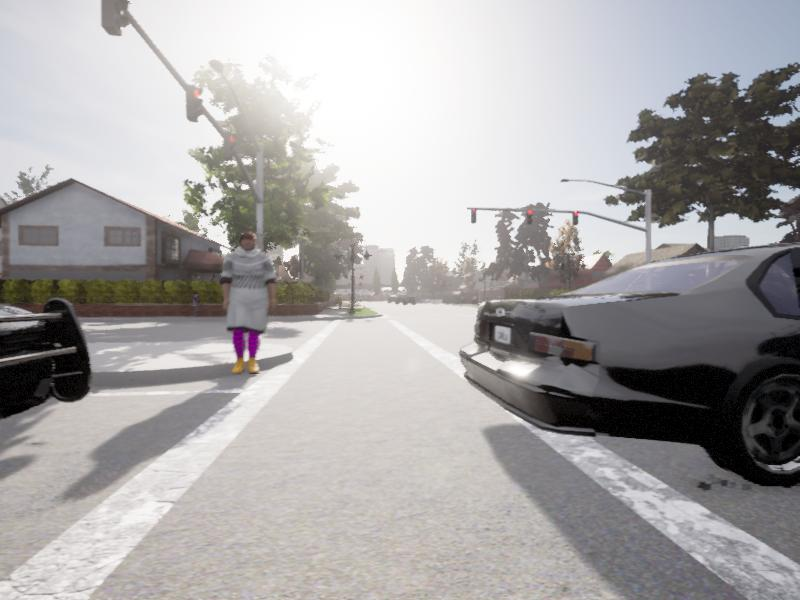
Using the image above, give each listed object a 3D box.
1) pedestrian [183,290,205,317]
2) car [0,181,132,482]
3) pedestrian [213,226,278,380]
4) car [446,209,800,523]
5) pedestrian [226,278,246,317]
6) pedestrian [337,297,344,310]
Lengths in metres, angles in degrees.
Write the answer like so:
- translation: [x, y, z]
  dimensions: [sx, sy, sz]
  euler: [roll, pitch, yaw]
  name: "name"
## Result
- translation: [-9.976, 0.162, 19.373]
  dimensions: [0.751, 1.300, 0.751]
  euler: [0, 0, -8]
  name: "pedestrian"
- translation: [-4.820, 0.172, 2.210]
  dimensions: [5.238, 1.638, 1.930]
  euler: [0, 0, -7]
  name: "car"
- translation: [-2.003, 0.036, 5.278]
  dimensions: [0.751, 1.860, 0.751]
  euler: [0, 0, -17]
  name: "pedestrian"
- translation: [3.221, 0.293, 3.117]
  dimensions: [5.357, 1.411, 2.033]
  euler: [0, 0, -7]
  name: "car"
- translation: [-7.862, -0.119, 19.166]
  dimensions: [0.751, 1.860, 0.751]
  euler: [0, 0, -12]
  name: "pedestrian"
- translation: [-5.023, 0.262, 33.730]
  dimensions: [0.500, 1.100, 0.500]
  euler: [0, 0, -6]
  name: "pedestrian"
